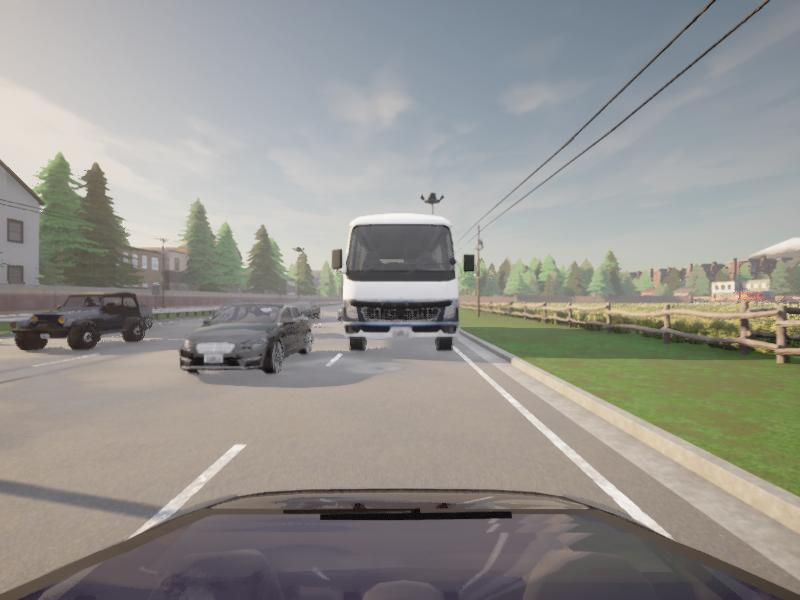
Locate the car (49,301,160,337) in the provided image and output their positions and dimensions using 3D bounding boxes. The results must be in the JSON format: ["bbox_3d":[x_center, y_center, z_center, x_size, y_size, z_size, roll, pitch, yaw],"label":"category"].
[{"bbox_3d":[-13.958,0.805,19.301,2.007,1.525,4.514,0,0,0],"label":"car"}]

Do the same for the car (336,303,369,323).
[{"bbox_3d":[-3.438,0.908,29.642,1.895,1.301,4.718,0,0,0],"label":"car"}]

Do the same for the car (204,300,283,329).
[{"bbox_3d":[-9.377,0.797,24.521,2.038,1.542,4.974,0,0,12],"label":"car"}]

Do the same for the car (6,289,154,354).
[{"bbox_3d":[-10.471,0.630,13.528,1.905,1.878,3.866,0,0,0],"label":"car"}]

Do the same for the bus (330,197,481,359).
[{"bbox_3d":[0.154,-0.550,15.611,3.944,4.253,10.273,0,0,0],"label":"bus"}]

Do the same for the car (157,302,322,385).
[{"bbox_3d":[-3.478,0.823,9.919,2.128,1.511,4.902,0,0,0],"label":"car"}]

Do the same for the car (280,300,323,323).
[{"bbox_3d":[-7.086,0.787,29.325,1.882,1.535,5.008,0,0,0],"label":"car"}]

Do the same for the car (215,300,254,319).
[{"bbox_3d":[-13.930,0.776,33.903,1.789,1.549,3.705,0,0,0],"label":"car"}]
